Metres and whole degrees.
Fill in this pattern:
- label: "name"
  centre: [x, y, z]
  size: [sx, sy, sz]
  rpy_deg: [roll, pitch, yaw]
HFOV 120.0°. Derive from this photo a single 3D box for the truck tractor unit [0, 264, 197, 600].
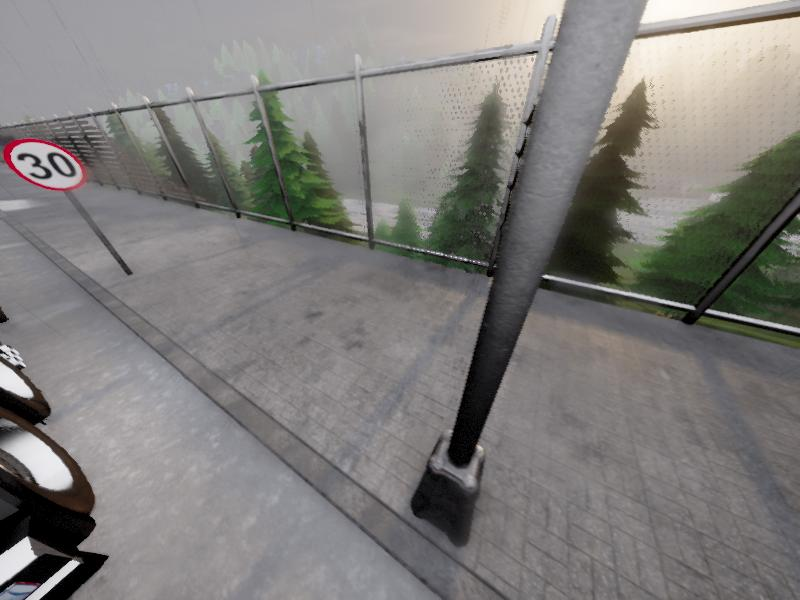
- label: "truck tractor unit"
  centre: [-5.109, -0.304, 0.773]
  size: [6.516, 4.208, 3.053]
  rpy_deg: [18, 39, 24]
